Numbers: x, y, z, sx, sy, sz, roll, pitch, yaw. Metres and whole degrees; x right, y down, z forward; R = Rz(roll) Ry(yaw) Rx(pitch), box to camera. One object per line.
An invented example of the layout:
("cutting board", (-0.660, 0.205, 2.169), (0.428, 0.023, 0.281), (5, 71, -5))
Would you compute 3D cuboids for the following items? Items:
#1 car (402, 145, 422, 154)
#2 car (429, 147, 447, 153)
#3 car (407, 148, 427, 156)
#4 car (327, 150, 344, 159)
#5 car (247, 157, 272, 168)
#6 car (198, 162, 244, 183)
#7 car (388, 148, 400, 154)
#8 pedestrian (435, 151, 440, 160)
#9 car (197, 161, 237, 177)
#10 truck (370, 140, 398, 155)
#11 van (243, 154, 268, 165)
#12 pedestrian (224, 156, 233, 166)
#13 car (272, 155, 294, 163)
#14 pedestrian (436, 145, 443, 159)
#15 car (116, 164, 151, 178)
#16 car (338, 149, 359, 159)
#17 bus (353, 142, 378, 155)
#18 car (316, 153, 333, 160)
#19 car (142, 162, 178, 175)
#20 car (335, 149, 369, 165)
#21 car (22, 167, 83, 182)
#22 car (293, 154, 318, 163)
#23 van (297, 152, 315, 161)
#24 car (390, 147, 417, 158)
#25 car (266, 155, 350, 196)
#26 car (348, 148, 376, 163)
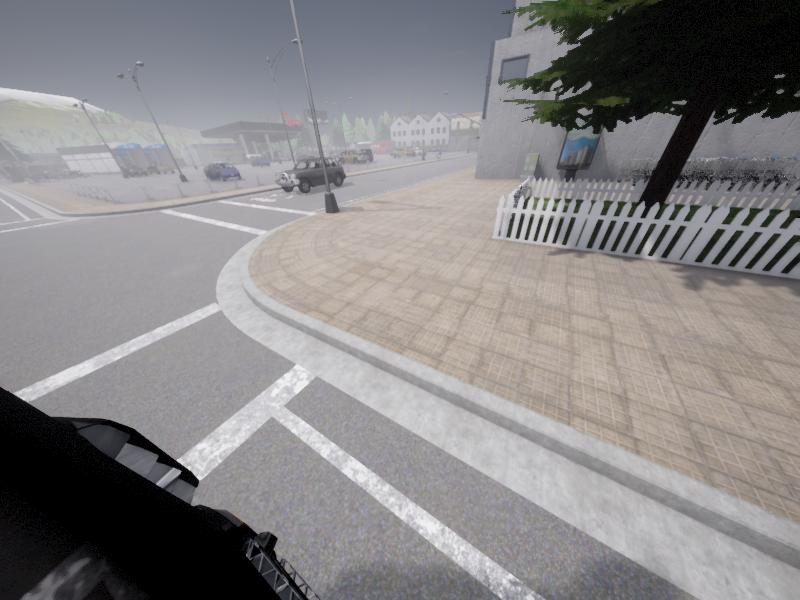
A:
("car", (3.688, -45.035, 69.243), (5.566, 2.045, 2.150), (17, 39, 27))
("car", (10.752, -42.553, 65.625), (4.718, 1.301, 1.895), (17, 39, 27))
("car", (3.780, -32.421, 50.606), (3.806, 1.475, 1.970), (17, 38, 27))
("car", (-17.408, -39.054, 61.942), (3.866, 1.878, 1.905), (17, 38, 27))
("car", (-24.870, -24.401, 40.904), (3.633, 1.501, 1.845), (17, 38, 27))
("car", (-17.085, -12.226, 22.079), (3.633, 1.501, 1.845), (17, 38, 27))
("car", (-1.948, -48.865, 75.867), (3.705, 1.549, 1.789), (17, 39, 27))
("pedestrian", (5.872, -22.563, 36.106), (0.500, 1.100, 0.500), (27, 44, 37))
("car", (-21.825, -15.611, 27.558), (3.806, 1.475, 1.970), (17, 38, 27))
("truck", (-5.172, -48.503, 73.524), (8.468, 3.827, 2.891), (17, 39, 27))
("van", (-36.316, -35.367, 58.129), (2.069, 2.038, 4.480), (17, 39, 28))
("pedestrian", (-37.210, -30.093, 50.100), (0.751, 1.860, 0.751), (17, 39, 28))
("car", (-32.204, -38.956, 63.615), (2.038, 1.542, 4.974), (17, 39, 28))
("pedestrian", (6.355, -23.705, 37.100), (0.751, 1.860, 0.751), (24, 42, 34))
("car", (-39.216, -19.038, 33.976), (4.514, 1.523, 2.007), (17, 38, 27))
("car", (-12.446, -35.377, 56.062), (4.605, 1.855, 1.932), (17, 38, 27))
("bus", (-13.478, -60.870, 92.736), (3.944, 4.253, 10.273), (17, 39, 28))
("car", (-19.661, -37.350, 60.065), (3.806, 1.475, 1.970), (17, 38, 27))
("car", (-37.614, -20.595, 36.179), (5.027, 1.636, 2.152), (17, 38, 27))
("car", (-7.218, -21.516, 34.799), (4.605, 1.855, 1.932), (17, 38, 27))
("car", (-56.301, -20.458, 37.590), (1.930, 1.638, 5.238), (17, 39, 28))
("car", (-19.586, -29.299, 47.828), (4.514, 1.523, 2.007), (17, 38, 27))
("van", (-28.035, -42.965, 68.967), (1.775, 1.987, 4.442), (17, 39, 28))
("car", (0.681, -29.261, 45.947), (5.027, 1.636, 2.152), (17, 38, 27))
("car", (-5.707, -8.272, 15.107), (1.932, 1.855, 4.605), (17, 38, 27))
("car", (-6.043, -23.062, 36.999), (3.866, 1.878, 1.905), (17, 38, 27))
